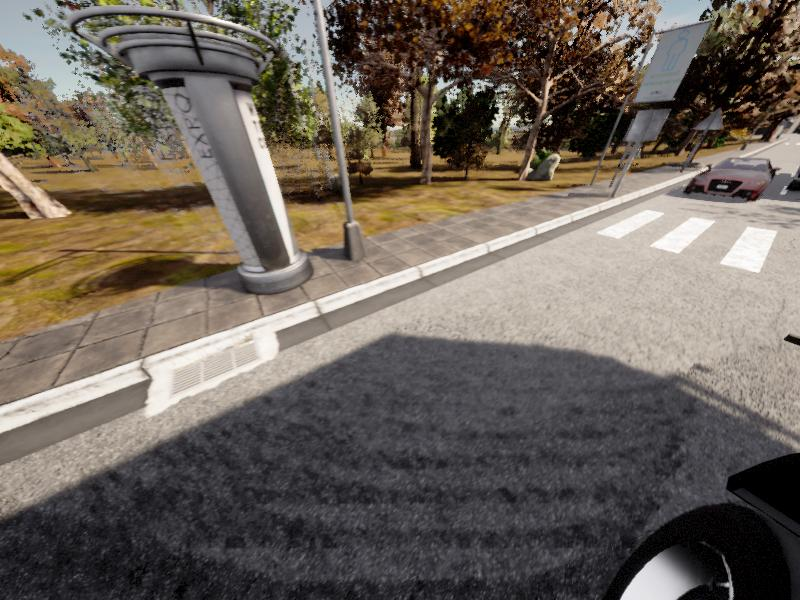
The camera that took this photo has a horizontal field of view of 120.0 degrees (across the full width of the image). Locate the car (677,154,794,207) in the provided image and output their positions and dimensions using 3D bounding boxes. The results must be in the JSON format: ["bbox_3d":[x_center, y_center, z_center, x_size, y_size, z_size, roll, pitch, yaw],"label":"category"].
[{"bbox_3d":[14.074,-5.175,9.711,4.181,1.385,1.994,-22,41,-27],"label":"car"}]

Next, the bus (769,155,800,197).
[{"bbox_3d":[21.347,-7.116,9.815,10.273,4.253,3.944,-22,41,-27],"label":"bus"}]
